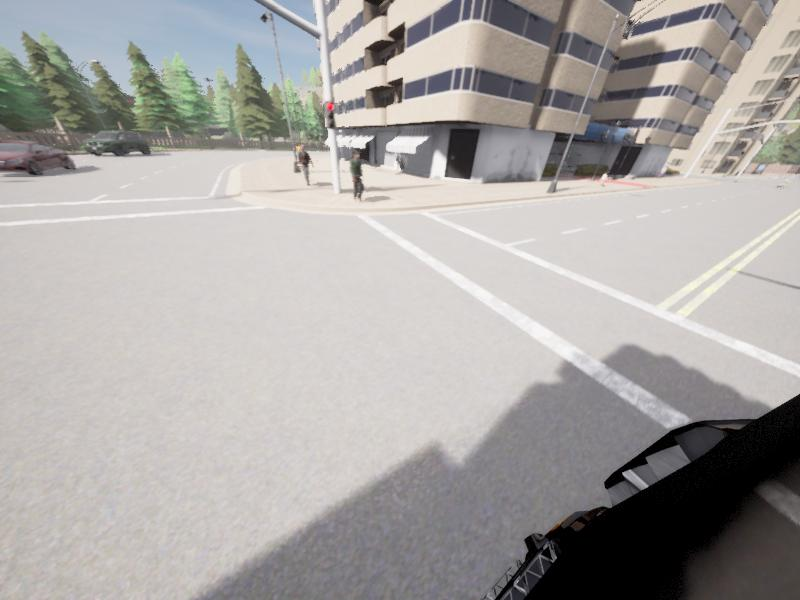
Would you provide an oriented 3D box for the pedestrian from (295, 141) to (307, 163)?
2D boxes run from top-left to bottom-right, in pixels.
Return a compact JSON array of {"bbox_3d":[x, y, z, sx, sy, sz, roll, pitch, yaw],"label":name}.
[{"bbox_3d":[-10.298,-15.429,24.062,0.751,1.860,0.751,-18,39,-29],"label":"pedestrian"}]

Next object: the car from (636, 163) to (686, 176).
[{"bbox_3d":[45.375,-22.825,40.298,1.801,1.575,5.366,-16,38,-26],"label":"car"}]

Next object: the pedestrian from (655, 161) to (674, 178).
[{"bbox_3d":[34.091,-16.792,29.818,0.751,1.860,0.751,-17,39,-27],"label":"pedestrian"}]

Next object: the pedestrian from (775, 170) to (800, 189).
[{"bbox_3d":[44.813,-13.867,26.610,0.751,1.860,0.751,-17,39,-27],"label":"pedestrian"}]

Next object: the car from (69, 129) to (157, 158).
[{"bbox_3d":[-27.752,-15.443,22.793,2.150,2.045,5.566,-2,35,-7],"label":"car"}]

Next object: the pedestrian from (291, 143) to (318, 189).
[{"bbox_3d":[-4.634,-6.540,11.278,0.751,1.860,0.751,-16,38,-26],"label":"pedestrian"}]

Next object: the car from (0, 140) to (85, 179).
[{"bbox_3d":[-19.766,-7.517,12.187,1.812,1.442,4.674,-13,37,-23],"label":"car"}]

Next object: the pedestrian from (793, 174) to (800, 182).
[{"bbox_3d":[69.726,-21.494,40.010,0.751,1.860,0.751,-11,36,-20],"label":"pedestrian"}]

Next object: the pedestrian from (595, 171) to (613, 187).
[{"bbox_3d":[16.136,-9.587,18.299,0.500,1.100,0.500,-15,38,-25],"label":"pedestrian"}]

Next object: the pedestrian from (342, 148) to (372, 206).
[{"bbox_3d":[-1.648,-4.766,8.980,0.751,1.860,0.751,-23,42,-33],"label":"pedestrian"}]
